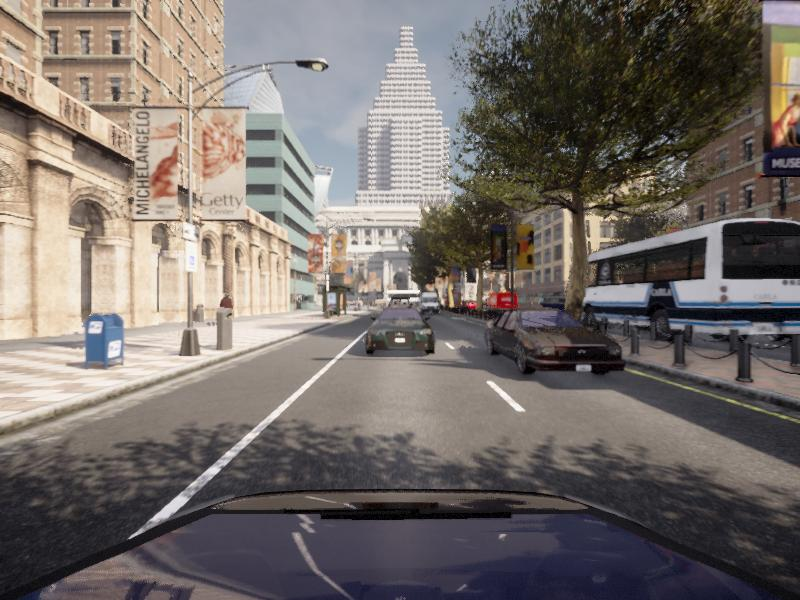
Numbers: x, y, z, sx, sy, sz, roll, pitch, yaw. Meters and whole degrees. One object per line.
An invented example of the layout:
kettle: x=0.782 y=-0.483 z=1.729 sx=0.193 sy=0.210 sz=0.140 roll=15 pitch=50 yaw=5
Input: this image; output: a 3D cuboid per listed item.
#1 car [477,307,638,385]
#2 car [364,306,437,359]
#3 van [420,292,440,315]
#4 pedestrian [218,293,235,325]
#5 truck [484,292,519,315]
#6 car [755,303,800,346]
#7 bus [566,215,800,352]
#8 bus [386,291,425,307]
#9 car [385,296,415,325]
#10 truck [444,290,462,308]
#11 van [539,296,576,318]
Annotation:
car: x=3.500 y=0.914 z=10.274 sx=2.033 sy=1.411 sz=5.357 roll=0 pitch=0 yaw=0
car: x=0.004 y=0.931 z=13.022 sx=1.994 sy=1.385 sz=4.181 roll=0 pitch=0 yaw=0
van: x=3.508 y=0.407 z=48.439 sx=1.988 sy=2.561 sz=5.915 roll=0 pitch=0 yaw=0
pedestrian: x=-10.290 y=0.527 z=23.762 sx=0.751 sy=1.860 sz=0.751 roll=0 pitch=0 yaw=-4
truck: x=11.537 y=0.427 z=45.869 sx=2.627 sy=2.467 sz=5.204 roll=0 pitch=-1 yaw=-2
car: x=15.004 y=0.852 z=14.065 sx=1.845 sy=1.501 sz=3.633 roll=0 pitch=0 yaw=0
bus: x=11.383 y=-0.503 z=17.546 sx=3.944 sy=4.253 sz=10.273 roll=0 pitch=0 yaw=0
bus: x=1.519 y=-0.354 z=106.828 sx=10.273 sy=4.253 sz=3.944 roll=0 pitch=0 yaw=0
car: x=0.009 y=0.695 z=27.959 sx=1.905 sy=1.878 sz=3.866 roll=0 pitch=0 yaw=0
truck: x=11.529 y=-0.173 z=87.617 sx=2.891 sy=3.827 sz=8.468 roll=0 pitch=0 yaw=0
van: x=15.010 y=0.666 z=38.354 sx=1.775 sy=1.987 sz=4.442 roll=0 pitch=0 yaw=0
